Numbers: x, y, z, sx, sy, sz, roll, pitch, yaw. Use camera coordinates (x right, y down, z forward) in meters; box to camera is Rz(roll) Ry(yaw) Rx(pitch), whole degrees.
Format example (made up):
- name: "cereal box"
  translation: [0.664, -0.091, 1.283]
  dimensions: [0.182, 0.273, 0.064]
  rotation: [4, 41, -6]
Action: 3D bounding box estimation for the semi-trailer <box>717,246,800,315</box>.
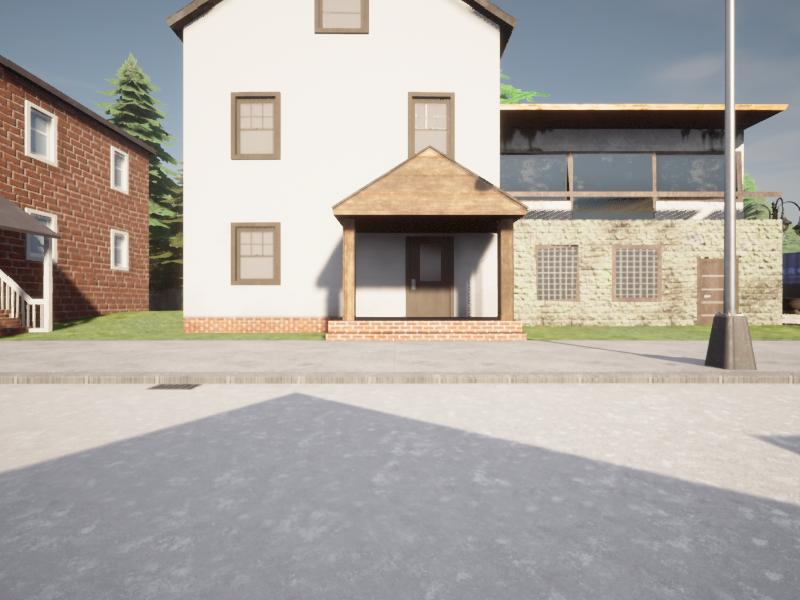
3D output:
- name: "semi-trailer"
  translation: [26.914, -1.218, 25.013]
  dimensions: [2.717, 4.402, 14.254]
  rotation: [0, 0, -1]
